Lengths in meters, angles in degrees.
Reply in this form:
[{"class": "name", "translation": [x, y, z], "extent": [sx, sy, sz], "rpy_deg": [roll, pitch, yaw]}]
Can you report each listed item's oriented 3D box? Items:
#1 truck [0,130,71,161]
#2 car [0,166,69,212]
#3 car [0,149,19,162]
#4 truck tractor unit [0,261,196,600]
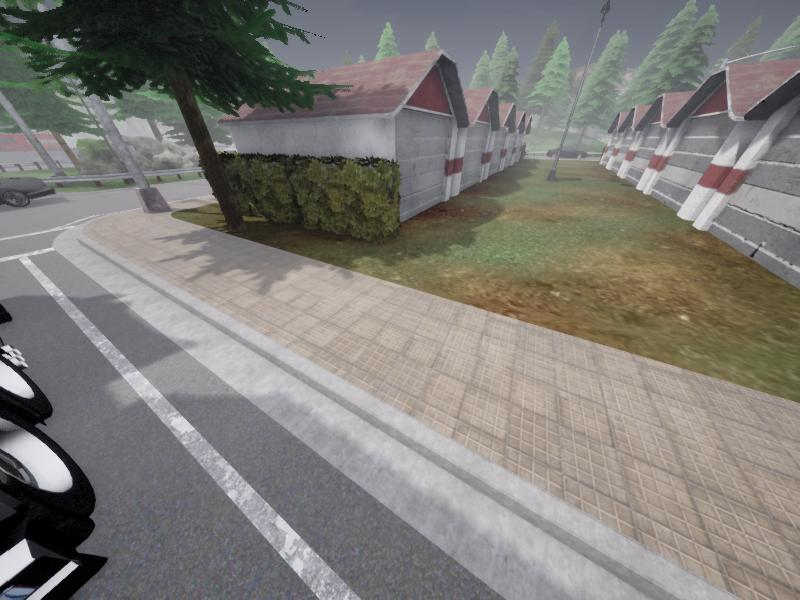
[{"class": "truck", "translation": [-61.518, -24.965, 37.278], "extent": [2.891, 3.827, 8.468], "rpy_deg": [18, 39, 25]}, {"class": "car", "translation": [-17.488, -3.973, 8.742], "extent": [2.033, 1.411, 5.357], "rpy_deg": [8, 36, 11]}, {"class": "car", "translation": [-60.484, -21.042, 33.687], "extent": [1.837, 1.490, 4.892], "rpy_deg": [18, 39, 25]}, {"class": "truck tractor unit", "translation": [-5.108, -0.304, 0.786], "extent": [6.516, 4.208, 3.053], "rpy_deg": [19, 39, 24]}]
